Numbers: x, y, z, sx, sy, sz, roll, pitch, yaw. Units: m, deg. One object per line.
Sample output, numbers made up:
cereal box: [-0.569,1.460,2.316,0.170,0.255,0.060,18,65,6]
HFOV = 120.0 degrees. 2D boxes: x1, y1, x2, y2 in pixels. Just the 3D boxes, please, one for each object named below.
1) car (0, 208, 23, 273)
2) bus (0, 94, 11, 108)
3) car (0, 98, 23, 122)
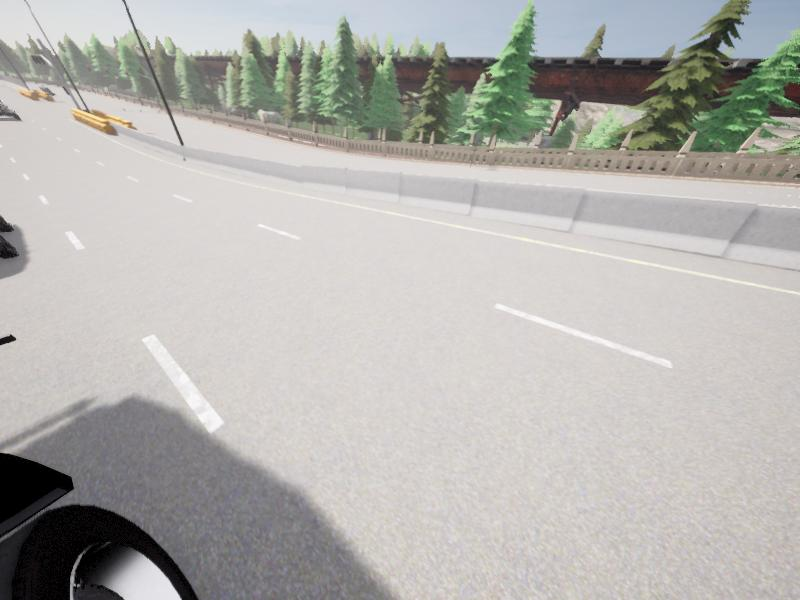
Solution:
car: [-10.458,-1.761,4.958,5.366,1.575,1.801,22,40,28]
bus: [-62.318,-28.384,30.204,3.944,4.253,10.273,20,41,15]
car: [-46.913,-22.338,27.051,3.866,1.878,1.905,28,43,24]
